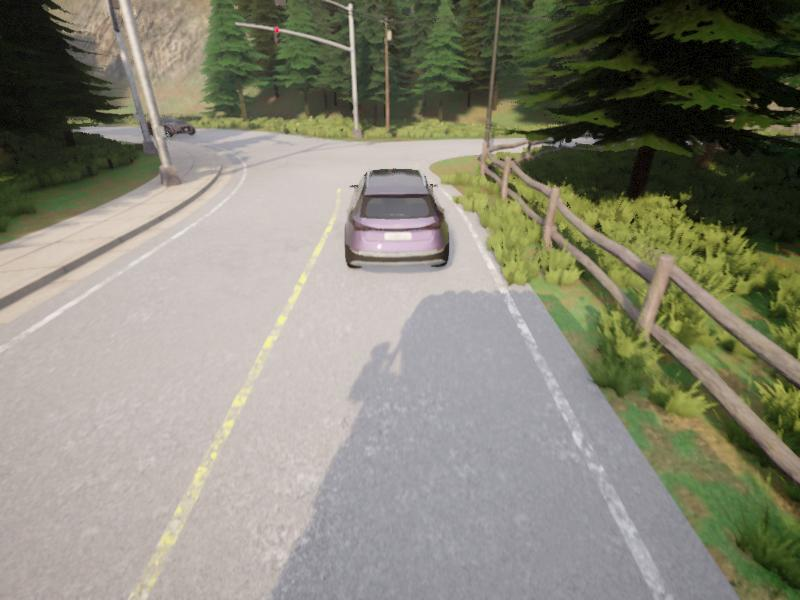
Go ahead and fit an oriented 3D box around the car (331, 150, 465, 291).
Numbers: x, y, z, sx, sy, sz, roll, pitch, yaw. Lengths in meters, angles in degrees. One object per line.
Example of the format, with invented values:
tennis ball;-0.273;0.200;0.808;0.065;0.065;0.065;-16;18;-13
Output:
car;-0.116;-2.028;8.604;2.033;1.649;4.856;-1;28;-2

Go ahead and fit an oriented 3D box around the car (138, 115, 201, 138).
car;-17.694;-13.332;30.692;4.181;1.385;1.994;14;31;26
